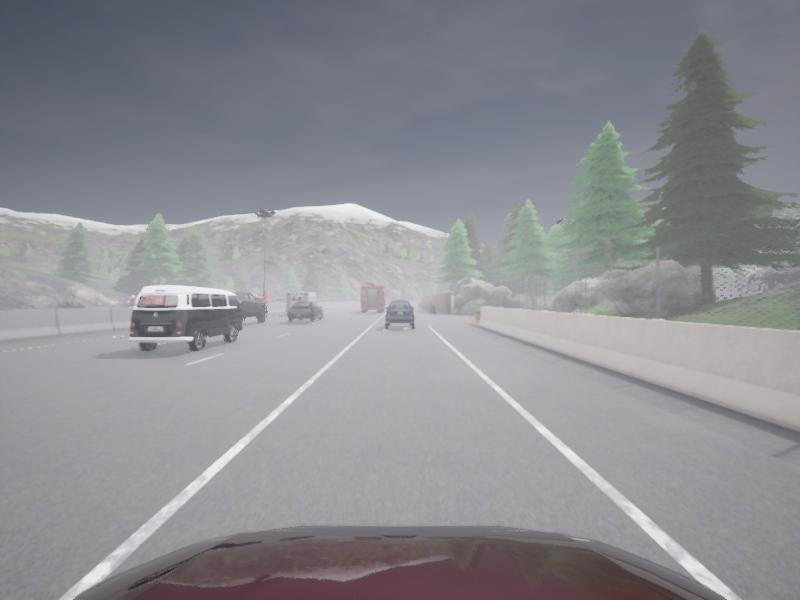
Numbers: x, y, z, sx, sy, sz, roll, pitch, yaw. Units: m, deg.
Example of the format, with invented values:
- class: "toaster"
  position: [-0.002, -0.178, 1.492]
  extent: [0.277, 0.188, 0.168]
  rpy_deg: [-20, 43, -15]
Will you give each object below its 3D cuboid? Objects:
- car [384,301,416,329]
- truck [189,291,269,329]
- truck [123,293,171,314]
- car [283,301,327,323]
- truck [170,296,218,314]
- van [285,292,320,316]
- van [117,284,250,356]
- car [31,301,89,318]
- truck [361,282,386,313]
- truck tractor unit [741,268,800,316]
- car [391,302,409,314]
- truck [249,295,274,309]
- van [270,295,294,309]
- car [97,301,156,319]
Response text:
- class: "car"
  position: [0.000, 0.824, 23.919]
  extent: [1.789, 1.549, 3.705]
  rpy_deg: [0, 0, 0]
- class: "truck"
  position: [-10.499, 0.552, 25.334]
  extent: [2.390, 2.098, 6.274]
  rpy_deg: [0, 0, 0]
- class: "truck"
  position: [-31.496, 0.379, 50.009]
  extent: [2.627, 2.467, 5.204]
  rpy_deg: [0, 0, 0]
- class: "car"
  position: [-6.981, 0.849, 29.968]
  extent: [2.128, 1.511, 4.902]
  rpy_deg: [0, 0, 0]
- class: "truck"
  position: [-24.401, 0.560, 47.704]
  extent: [2.390, 2.098, 6.274]
  rpy_deg: [0, 0, 1]
- class: "van"
  position: [-10.496, 0.394, 43.651]
  extent: [2.351, 2.431, 6.366]
  rpy_deg: [0, 0, 0]
- class: "van"
  position: [-7.001, 0.576, 13.620]
  extent: [2.069, 2.038, 4.480]
  rpy_deg: [0, 0, 0]
- class: "car"
  position: [-31.497, 0.868, 37.197]
  extent: [1.816, 1.474, 4.193]
  rpy_deg: [0, 0, 0]
- class: "truck"
  position: [-3.495, -0.300, 54.348]
  extent: [2.891, 3.827, 8.468]
  rpy_deg: [0, 0, 0]
- class: "truck tractor unit"
  position: [35.682, -0.705, 36.500]
  extent: [6.516, 4.208, 3.053]
  rpy_deg: [0, 0, 1]
- class: "car"
  position: [-0.008, 0.926, 47.555]
  extent: [1.994, 1.385, 4.181]
  rpy_deg: [0, 0, -1]
- class: "truck"
  position: [-24.498, 0.381, 70.773]
  extent: [2.627, 2.467, 5.204]
  rpy_deg: [0, 0, 0]
- class: "van"
  position: [-21.000, 0.405, 71.420]
  extent: [2.351, 2.431, 6.366]
  rpy_deg: [0, 0, 0]
- class: "car"
  position: [-24.499, 0.836, 36.063]
  extent: [1.882, 1.535, 5.008]
  rpy_deg: [0, 0, 0]
